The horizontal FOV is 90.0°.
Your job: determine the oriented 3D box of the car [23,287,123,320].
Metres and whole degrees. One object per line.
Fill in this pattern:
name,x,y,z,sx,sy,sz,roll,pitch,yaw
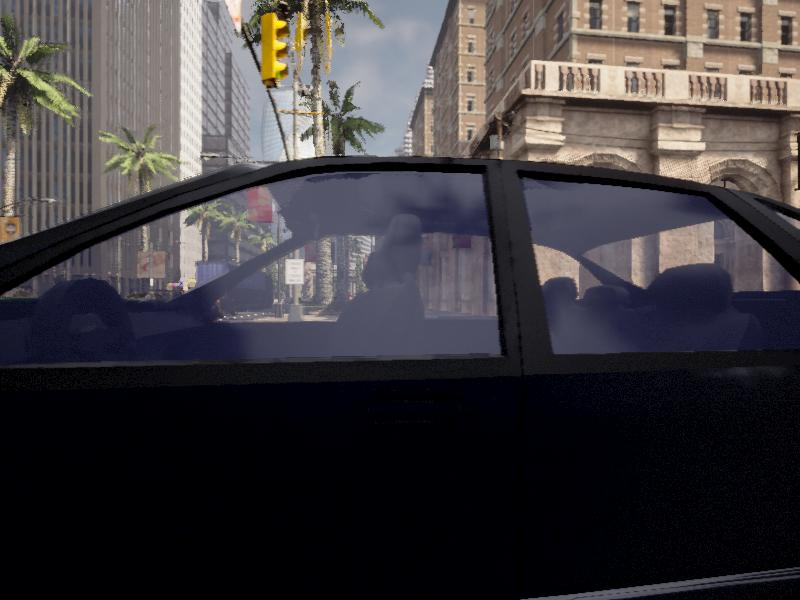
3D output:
car,-18.155,0.179,22.583,2.242,1.667,4.611,0,0,-6

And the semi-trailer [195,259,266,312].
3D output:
semi-trailer,-16.390,-1.183,40.199,2.717,4.402,14.254,0,0,-7

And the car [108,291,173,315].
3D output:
car,-18.863,0.206,29.381,2.033,1.649,4.856,0,0,-6

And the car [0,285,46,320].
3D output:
car,-21.512,0.117,21.045,2.097,1.767,4.553,0,0,-6

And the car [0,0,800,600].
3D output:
car,0.015,0.297,1.591,5.357,1.411,2.033,0,0,-9

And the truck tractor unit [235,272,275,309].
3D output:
truck tractor unit,-17.272,-1.077,48.067,3.053,4.208,6.516,0,0,-6

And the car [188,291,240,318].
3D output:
car,-11.279,0.251,24.513,1.845,1.501,3.633,0,0,-6

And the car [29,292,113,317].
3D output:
car,-22.164,0.254,27.281,2.038,1.542,4.974,0,0,-6
